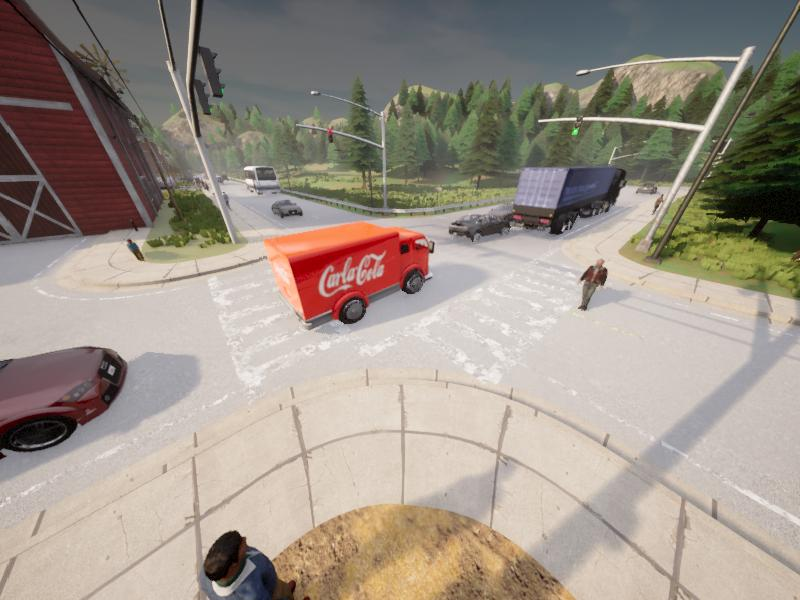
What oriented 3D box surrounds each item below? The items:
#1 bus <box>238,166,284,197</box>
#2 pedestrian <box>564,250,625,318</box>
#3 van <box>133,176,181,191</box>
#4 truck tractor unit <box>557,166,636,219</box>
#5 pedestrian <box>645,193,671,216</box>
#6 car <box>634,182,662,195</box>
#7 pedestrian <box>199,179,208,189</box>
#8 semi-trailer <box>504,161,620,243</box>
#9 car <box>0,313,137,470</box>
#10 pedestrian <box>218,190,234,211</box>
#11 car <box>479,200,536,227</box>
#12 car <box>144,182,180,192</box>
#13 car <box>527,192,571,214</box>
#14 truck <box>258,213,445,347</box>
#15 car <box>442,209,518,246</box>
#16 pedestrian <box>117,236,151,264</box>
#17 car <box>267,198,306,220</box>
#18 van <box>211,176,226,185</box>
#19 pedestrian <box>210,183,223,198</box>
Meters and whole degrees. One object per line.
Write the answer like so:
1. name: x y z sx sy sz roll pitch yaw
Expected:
1. bus: -24.512 -20.991 40.454 3.944 4.253 10.273 -22 37 -33
2. pedestrian: 6.076 -0.497 7.302 0.751 1.860 0.751 -22 37 -33
3. van: -49.867 -24.123 47.702 6.366 2.431 2.351 -23 37 -34
4. truck tractor unit: 19.418 -10.883 22.918 6.516 4.208 3.053 -20 36 -31
5. pedestrian: 23.742 -8.773 21.277 0.751 1.860 0.751 13 33 22
6. car: 43.758 -19.712 40.766 4.611 1.667 2.242 -22 36 -33
7. pedestrian: -42.608 -25.172 50.038 0.751 1.860 0.751 -13 32 -21
8. semi-trailer: 13.465 -8.371 18.367 14.254 4.402 2.717 -25 38 -36
9. car: -7.493 1.935 3.574 4.181 1.385 1.994 -23 37 -34
10. pedestrian: -18.174 -10.395 24.139 0.751 1.860 0.751 -23 37 -34
11. car: 9.387 -7.600 20.064 5.357 1.411 2.033 -23 37 -34
12. car: -47.119 -22.520 45.874 4.792 1.488 2.163 -23 37 -34
13. car: 16.177 -10.619 25.017 4.611 1.667 2.242 -23 37 -34
14. truck: -1.275 -1.180 7.906 5.204 2.467 2.627 -24 38 -34
15. car: 5.382 -4.994 15.471 4.902 1.511 2.128 -19 31 -29
16. pedestrian: -12.375 -2.335 10.772 0.500 1.100 0.500 12 32 19
17. car: -11.084 -8.948 22.479 1.994 1.385 4.181 -22 37 -33
18. van: -48.076 -31.659 61.148 2.069 2.038 4.480 -22 37 -33
19. pedestrian: -26.953 -16.064 33.958 0.751 1.860 0.751 26 39 37
